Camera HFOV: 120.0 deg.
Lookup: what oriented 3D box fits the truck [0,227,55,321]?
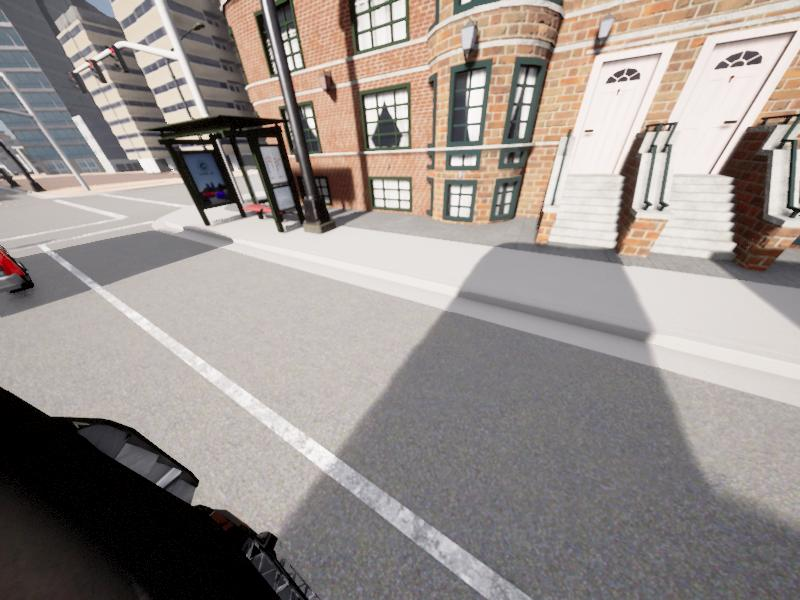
[{"bbox_3d":[-9.697,-1.030,4.115,5.204,2.467,2.627,18,39,27],"label":"truck"}]
